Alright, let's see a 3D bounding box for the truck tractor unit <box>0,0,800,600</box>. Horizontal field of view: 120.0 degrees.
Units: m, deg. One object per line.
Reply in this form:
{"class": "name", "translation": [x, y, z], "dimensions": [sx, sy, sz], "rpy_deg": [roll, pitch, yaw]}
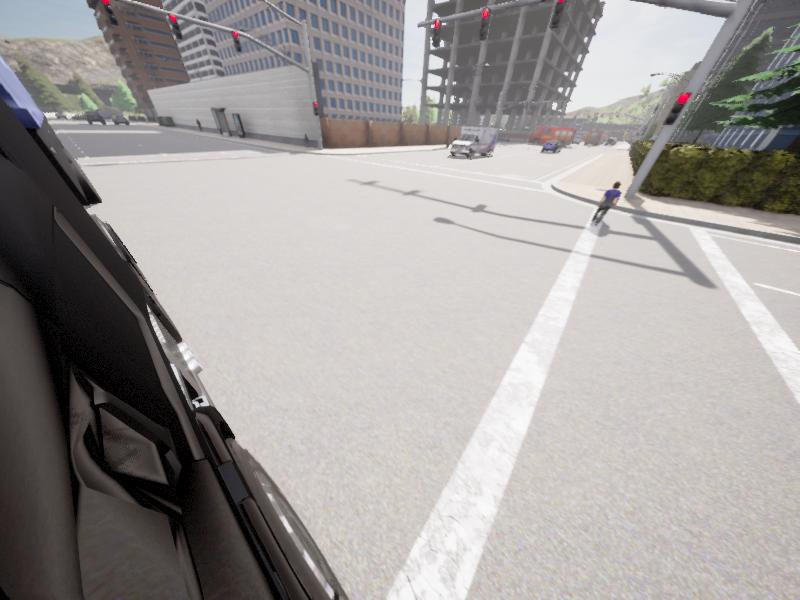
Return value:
{"class": "truck tractor unit", "translation": [-2.645, -0.295, 0.352], "dimensions": [6.516, 4.208, 3.053], "rpy_deg": [28, 44, 30]}

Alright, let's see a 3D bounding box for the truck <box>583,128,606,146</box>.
{"class": "truck", "translation": [54.018, -45.052, 63.999], "dimensions": [2.891, 3.827, 8.468], "rpy_deg": [28, 44, 30]}

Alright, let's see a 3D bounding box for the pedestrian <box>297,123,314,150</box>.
{"class": "pedestrian", "translation": [-8.135, -14.124, 19.994], "dimensions": [0.751, 1.860, 0.751], "rpy_deg": [27, 43, 28]}

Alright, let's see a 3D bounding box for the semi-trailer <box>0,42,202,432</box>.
{"class": "semi-trailer", "translation": [-8.695, -3.622, 4.209], "dimensions": [14.254, 4.402, 2.717], "rpy_deg": [28, 44, 30]}

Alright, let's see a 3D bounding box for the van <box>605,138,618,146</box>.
{"class": "van", "translation": [66.293, -49.530, 72.268], "dimensions": [2.069, 2.038, 4.480], "rpy_deg": [28, 44, 30]}

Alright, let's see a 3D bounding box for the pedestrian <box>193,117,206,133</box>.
{"class": "pedestrian", "translation": [-29.290, -25.534, 33.737], "dimensions": [0.751, 1.860, 0.751], "rpy_deg": [31, 45, 32]}

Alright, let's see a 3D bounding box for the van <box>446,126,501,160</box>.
{"class": "van", "translation": [7.471, -15.763, 23.132], "dimensions": [2.351, 2.431, 6.366], "rpy_deg": [28, 44, 30]}

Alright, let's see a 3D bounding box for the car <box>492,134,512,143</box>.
{"class": "car", "translation": [26.062, -41.443, 59.246], "dimensions": [3.988, 1.617, 1.851], "rpy_deg": [28, 44, 30]}

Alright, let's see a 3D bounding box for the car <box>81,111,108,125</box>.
{"class": "car", "translation": [-60.111, -35.776, 45.421], "dimensions": [5.566, 2.045, 2.150], "rpy_deg": [28, 44, 30]}

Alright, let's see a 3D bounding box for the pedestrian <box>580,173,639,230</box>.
{"class": "pedestrian", "translation": [6.074, -2.886, 6.766], "dimensions": [0.751, 1.300, 0.751], "rpy_deg": [27, 43, 29]}

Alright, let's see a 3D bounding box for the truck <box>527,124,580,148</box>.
{"class": "truck", "translation": [33.196, -35.927, 50.479], "dimensions": [8.468, 3.827, 2.891], "rpy_deg": [27, 43, 29]}

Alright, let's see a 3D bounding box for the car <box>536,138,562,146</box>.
{"class": "car", "translation": [34.629, -36.851, 53.904], "dimensions": [4.718, 1.301, 1.895], "rpy_deg": [28, 43, 29]}

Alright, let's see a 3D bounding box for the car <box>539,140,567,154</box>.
{"class": "car", "translation": [22.177, -22.255, 33.493], "dimensions": [2.007, 1.525, 4.514], "rpy_deg": [29, 44, 31]}
